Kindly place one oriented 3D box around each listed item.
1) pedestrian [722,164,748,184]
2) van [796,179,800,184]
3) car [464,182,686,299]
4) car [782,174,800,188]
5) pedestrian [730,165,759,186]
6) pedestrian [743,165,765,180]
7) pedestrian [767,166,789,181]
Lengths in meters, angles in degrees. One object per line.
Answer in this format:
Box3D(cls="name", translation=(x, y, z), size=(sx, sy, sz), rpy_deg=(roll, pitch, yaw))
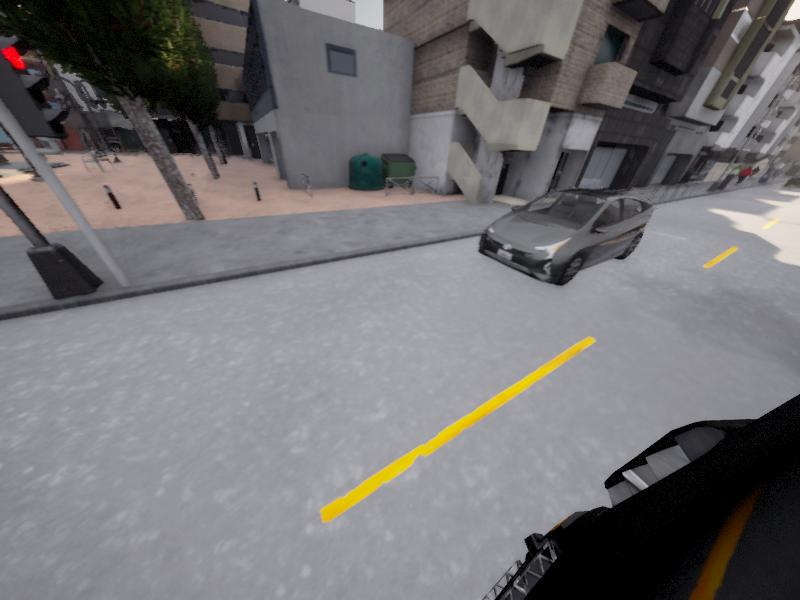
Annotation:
Box3D(cls="pedestrian", translation=(37.470, -14.101, 25.844), size=(0.751, 1.860, 0.751), rpy_deg=(-17, 39, -27))
Box3D(cls="van", translation=(62.686, -18.512, 34.810), size=(4.480, 2.038, 2.069), rpy_deg=(-16, 38, -26))
Box3D(cls="car", translation=(4.024, -1.712, 5.390), size=(4.514, 1.525, 2.007), rpy_deg=(-16, 38, -26))
Box3D(cls="car", translation=(48.416, -14.310, 27.736), size=(4.718, 1.301, 1.895), rpy_deg=(-16, 38, -26))
Box3D(cls="pedestrian", translation=(35.530, -12.861, 23.851), size=(0.751, 1.860, 0.751), rpy_deg=(-14, 37, -23))
Box3D(cls="pedestrian", translation=(49.593, -17.860, 32.361), size=(0.751, 1.860, 0.751), rpy_deg=(-13, 37, -22))
Box3D(cls="pedestrian", translation=(55.256, -18.538, 33.806), size=(0.751, 1.860, 0.751), rpy_deg=(-11, 37, -20))
